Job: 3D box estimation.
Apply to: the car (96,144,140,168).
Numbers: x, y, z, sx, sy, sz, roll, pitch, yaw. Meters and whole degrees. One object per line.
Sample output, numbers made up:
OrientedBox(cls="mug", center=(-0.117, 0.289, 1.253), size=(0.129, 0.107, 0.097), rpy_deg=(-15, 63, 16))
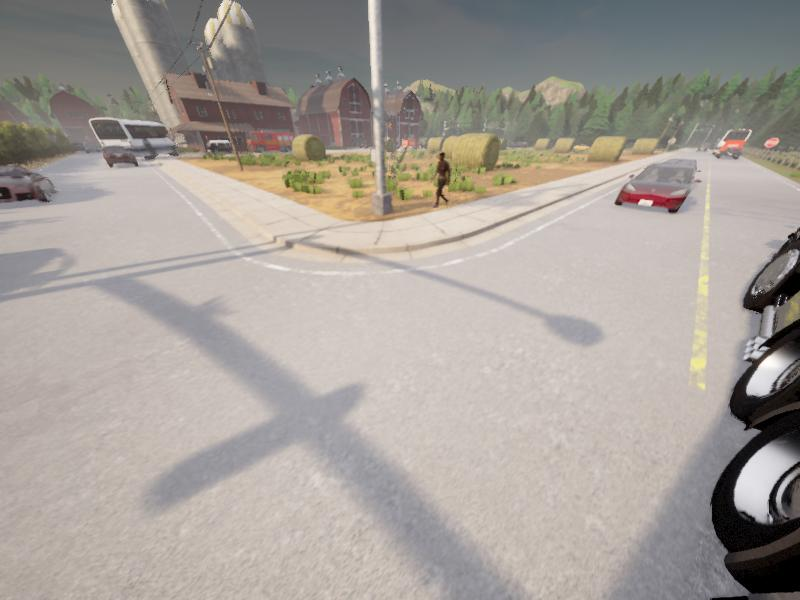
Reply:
OrientedBox(cls="car", center=(-28.339, -14.610, 23.302), size=(2.097, 1.767, 4.553), rpy_deg=(-29, 44, -36))

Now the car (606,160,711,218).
OrientedBox(cls="car", center=(11.115, -4.930, 9.868), size=(4.792, 1.488, 2.163), rpy_deg=(-27, 43, -33))

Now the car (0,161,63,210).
OrientedBox(cls="car", center=(-16.772, -4.950, 9.833), size=(1.994, 1.385, 4.181), rpy_deg=(-29, 44, -36))

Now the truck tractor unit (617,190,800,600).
OrientedBox(cls="truck tractor unit", center=(4.973, -0.424, 0.932), size=(6.516, 4.208, 3.053), rpy_deg=(-24, 42, -29))

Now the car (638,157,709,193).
OrientedBox(cls="car", center=(16.596, -7.682, 13.959), size=(5.357, 1.411, 2.033), rpy_deg=(-27, 43, -33))

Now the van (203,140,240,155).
OrientedBox(cls="van", center=(-31.184, -26.709, 40.474), size=(2.069, 2.038, 4.480), rpy_deg=(29, 44, 35))

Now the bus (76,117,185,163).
OrientedBox(cls="bus", center=(-34.314, -21.188, 30.589), size=(3.944, 4.253, 10.273), rpy_deg=(-10, 37, -12))

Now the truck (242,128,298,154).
OrientedBox(cls="truck", center=(-25.082, -30.989, 45.134), size=(2.891, 3.827, 8.468), rpy_deg=(29, 44, 35))

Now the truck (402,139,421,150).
OrientedBox(cls="truck", center=(3.250, -44.053, 65.397), size=(2.627, 2.467, 5.204), rpy_deg=(29, 44, 35))

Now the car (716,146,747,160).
OrientedBox(cls="car", center=(53.043, -23.632, 37.067), size=(5.027, 1.651, 2.152), rpy_deg=(-27, 43, -34))

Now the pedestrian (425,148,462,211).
OrientedBox(cls="pedestrian", center=(1.489, -4.250, 8.167), size=(0.751, 1.860, 0.751), rpy_deg=(-19, 39, -25))

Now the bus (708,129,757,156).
OrientedBox(cls="bus", center=(68.687, -32.761, 48.049), size=(10.273, 4.253, 3.944), rpy_deg=(-27, 43, -33))
